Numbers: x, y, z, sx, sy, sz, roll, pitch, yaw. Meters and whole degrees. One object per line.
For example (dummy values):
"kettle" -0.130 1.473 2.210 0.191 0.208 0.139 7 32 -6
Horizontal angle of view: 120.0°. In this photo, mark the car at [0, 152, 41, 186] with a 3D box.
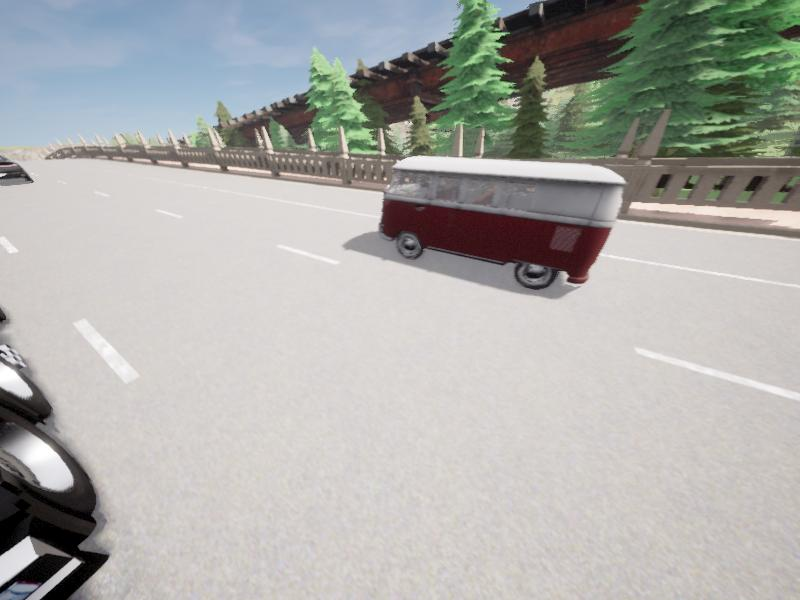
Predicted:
"car" -24.933 -8.073 14.157 4.902 1.511 2.128 18 39 24

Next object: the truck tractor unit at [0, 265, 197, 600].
"truck tractor unit" -5.105 -0.309 0.767 6.516 4.208 3.053 19 39 24

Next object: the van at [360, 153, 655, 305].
"van" 1.576 -1.807 4.881 4.442 1.987 1.775 18 39 24
